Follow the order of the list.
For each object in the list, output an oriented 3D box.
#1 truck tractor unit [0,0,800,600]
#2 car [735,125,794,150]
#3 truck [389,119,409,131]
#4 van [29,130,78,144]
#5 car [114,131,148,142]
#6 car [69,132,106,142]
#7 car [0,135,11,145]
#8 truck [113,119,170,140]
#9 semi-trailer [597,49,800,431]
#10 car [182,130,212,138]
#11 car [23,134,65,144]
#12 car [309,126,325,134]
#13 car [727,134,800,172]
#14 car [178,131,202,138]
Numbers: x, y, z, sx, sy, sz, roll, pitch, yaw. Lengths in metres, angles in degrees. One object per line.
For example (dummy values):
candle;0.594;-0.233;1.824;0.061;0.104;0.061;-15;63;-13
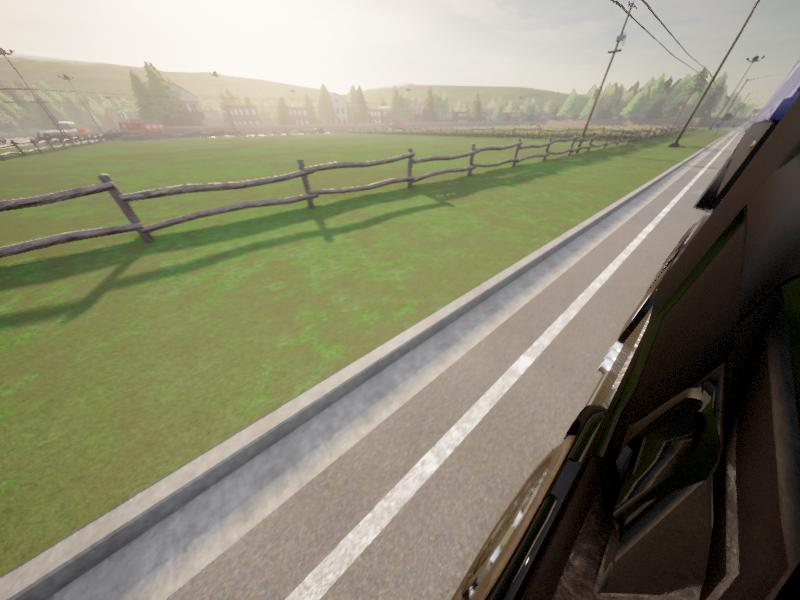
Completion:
truck tractor unit;2.645;-0.295;0.351;6.516;4.208;3.053;-28;44;-30
car;32.996;-14.874;21.030;5.027;1.651;2.152;-27;45;-30
truck;-0.348;-71.966;94.899;8.468;3.827;2.891;-27;44;-30
van;-67.923;-32.084;45.436;2.069;2.038;4.480;8;38;12
car;-58.612;-35.759;50.477;4.611;1.667;2.242;-27;44;-30
car;-73.727;-38.516;54.582;2.152;1.651;5.027;25;44;30
car;-74.932;-28.754;41.623;1.882;1.535;5.008;-5;38;-6
truck;-63.696;-42.338;57.331;8.468;3.827;2.891;-27;44;-30
semi-trailer;8.744;-3.503;4.282;14.254;4.402;2.717;-27;44;-30
car;-51.491;-42.191;58.688;5.238;1.638;1.930;-27;44;-30
car;-71.209;-32.357;46.319;1.816;1.474;4.193;7;38;10
car;-25.692;-52.720;71.779;3.866;1.878;1.905;-27;44;-30
car;20.415;-8.284;12.850;4.181;1.385;1.994;-27;44;-30
car;-54.740;-43.218;60.235;4.193;1.474;1.816;-27;44;-30
